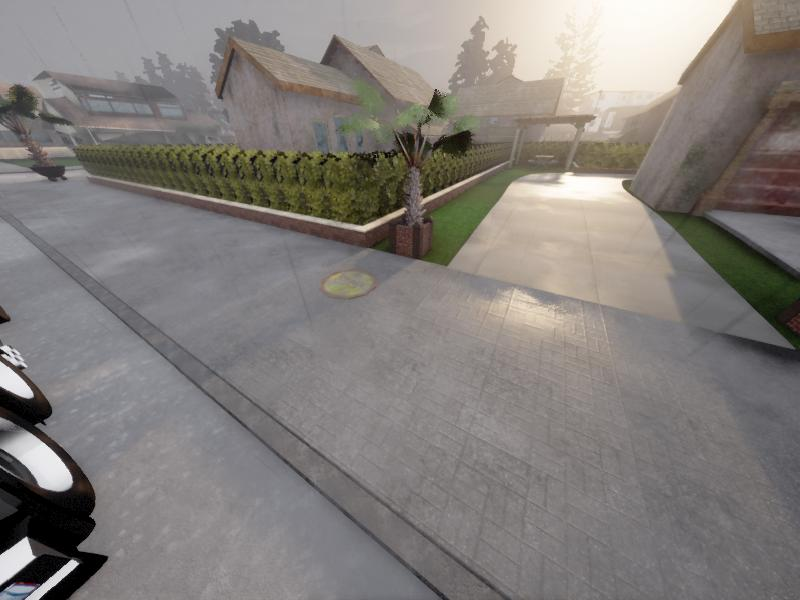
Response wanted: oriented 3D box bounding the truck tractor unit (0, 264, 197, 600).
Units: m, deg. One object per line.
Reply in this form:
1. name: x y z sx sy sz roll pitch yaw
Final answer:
1. truck tractor unit: -5.111 -0.300 0.780 6.516 4.208 3.053 18 39 24
